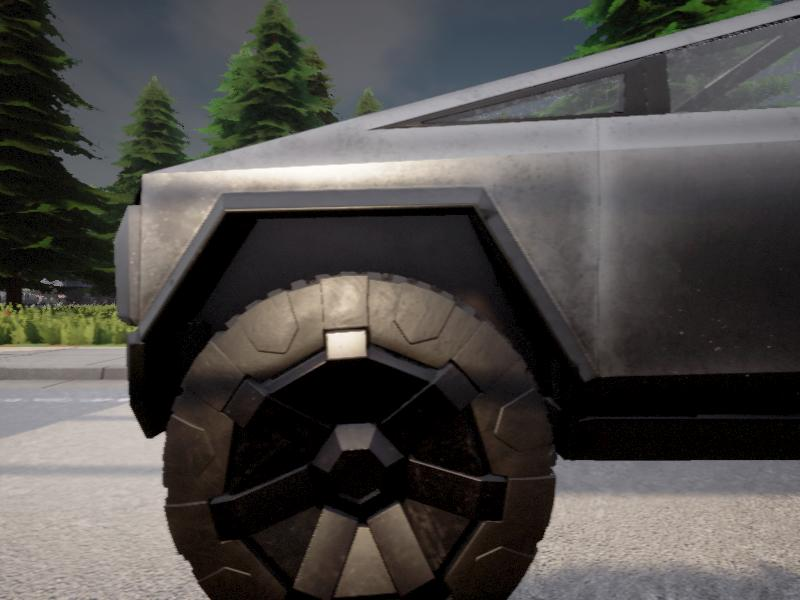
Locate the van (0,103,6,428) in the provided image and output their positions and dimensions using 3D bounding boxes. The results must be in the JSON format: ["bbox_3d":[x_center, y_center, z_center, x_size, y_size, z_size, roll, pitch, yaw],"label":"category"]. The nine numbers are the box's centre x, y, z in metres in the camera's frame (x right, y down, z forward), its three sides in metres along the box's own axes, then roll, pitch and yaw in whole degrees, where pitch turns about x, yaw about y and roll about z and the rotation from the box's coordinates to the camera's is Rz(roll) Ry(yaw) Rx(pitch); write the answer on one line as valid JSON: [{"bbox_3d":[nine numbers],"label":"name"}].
[{"bbox_3d":[-6.106,-0.283,2.192,5.915,2.561,1.988,0,0,0],"label":"van"}]

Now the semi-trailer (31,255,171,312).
[{"bbox_3d":[-27.315,-1.269,38.229,2.717,4.402,14.254,0,0,0],"label":"semi-trailer"}]

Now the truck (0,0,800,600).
[{"bbox_3d":[2.064,-0.057,2.184,6.274,2.098,2.390,0,0,0],"label":"truck"}]
